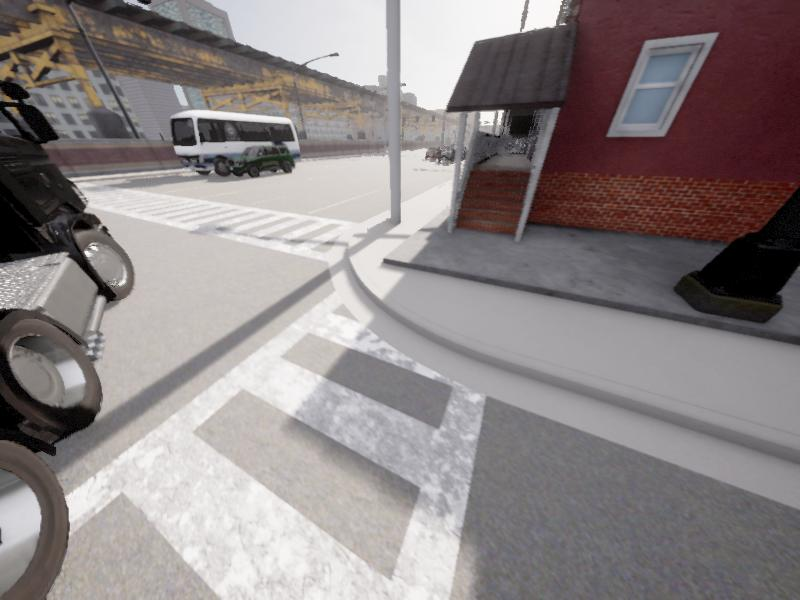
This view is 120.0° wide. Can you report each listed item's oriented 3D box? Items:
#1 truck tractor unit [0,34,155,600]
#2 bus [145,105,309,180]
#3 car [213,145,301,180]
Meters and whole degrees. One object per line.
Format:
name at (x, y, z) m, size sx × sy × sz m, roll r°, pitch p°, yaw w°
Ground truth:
truck tractor unit at (-4.689, -0.585, 1.209) m, size 3.053 × 4.208 × 6.516 m, roll -26°, pitch 42°, yaw -32°
bus at (-13.732, -13.757, 20.392) m, size 3.944 × 4.253 × 10.273 m, roll 14°, pitch 37°, yaw 20°
car at (-11.228, -11.353, 18.831) m, size 2.150 × 2.045 × 5.566 m, roll 14°, pitch 37°, yaw 20°
